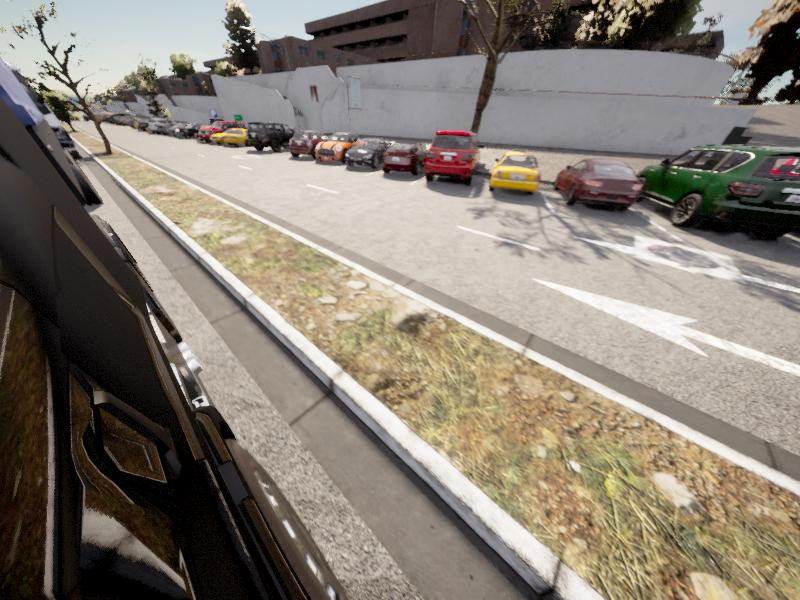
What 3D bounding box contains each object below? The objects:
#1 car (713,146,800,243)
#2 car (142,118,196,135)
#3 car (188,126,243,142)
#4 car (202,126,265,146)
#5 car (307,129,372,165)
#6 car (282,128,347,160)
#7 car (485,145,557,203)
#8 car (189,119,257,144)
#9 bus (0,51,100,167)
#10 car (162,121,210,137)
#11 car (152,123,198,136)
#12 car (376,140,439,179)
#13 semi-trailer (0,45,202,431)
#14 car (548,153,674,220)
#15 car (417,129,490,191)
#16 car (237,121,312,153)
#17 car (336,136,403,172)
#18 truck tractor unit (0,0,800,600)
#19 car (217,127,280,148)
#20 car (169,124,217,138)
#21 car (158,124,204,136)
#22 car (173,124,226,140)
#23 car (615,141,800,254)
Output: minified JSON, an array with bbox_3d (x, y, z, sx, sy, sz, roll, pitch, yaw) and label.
[{"bbox_3d":[12.094,-2.389,5.719,2.435,2.045,5.566,14,38,15],"label":"car"},{"bbox_3d":[-38.514,-29.078,38.769,2.435,2.045,5.566,14,38,15],"label":"car"},{"bbox_3d":[-22.421,-20.379,28.371,2.163,1.488,4.792,14,38,15],"label":"car"},{"bbox_3d":[-17.871,-17.915,25.222,1.946,1.575,5.366,14,38,15],"label":"car"},{"bbox_3d":[-3.985,-10.877,16.324,2.185,1.767,4.553,14,38,14],"label":"car"},{"bbox_3d":[-6.315,-12.059,17.772,2.185,1.767,4.553,14,38,15],"label":"car"},{"bbox_3d":[5.259,-5.991,10.540,1.946,1.575,5.366,14,38,15],"label":"car"},{"bbox_3d":[-20.107,-19.403,26.700,2.435,2.045,5.566,14,38,15],"label":"car"},{"bbox_3d":[-22.286,-10.777,13.245,10.273,4.253,3.944,27,44,30],"label":"bus"},{"bbox_3d":[-31.604,-25.343,34.348,2.185,1.767,4.553,14,38,15],"label":"car"},{"bbox_3d":[-36.224,-27.639,37.442,2.163,1.488,4.792,14,38,15],"label":"car"},{"bbox_3d":[0.601,-8.320,13.428,2.163,1.488,4.792,14,38,15],"label":"car"},{"bbox_3d":[-8.713,-3.584,4.226,14.254,4.402,2.717,28,44,30],"label":"semi-trailer"},{"bbox_3d":[7.490,-4.629,8.923,2.002,1.452,4.674,14,38,15],"label":"car"},{"bbox_3d":[2.914,-7.325,11.767,2.435,2.045,5.566,14,38,15],"label":"car"},{"bbox_3d":[-10.896,-14.617,20.739,2.435,2.045,5.566,13,38,15],"label":"car"},{"bbox_3d":[-1.698,-9.545,14.885,2.231,1.521,4.892,14,38,14],"label":"car"},{"bbox_3d":[-2.645,-0.295,0.351,6.516,4.208,3.053,28,44,30],"label":"truck tractor unit"},{"bbox_3d":[-15.450,-16.916,24.007,1.946,1.575,5.366,13,38,15],"label":"car"},{"bbox_3d":[-29.319,-23.990,32.921,2.002,1.452,4.674,14,38,15],"label":"car"},{"bbox_3d":[-33.920,-26.397,35.926,2.002,1.452,4.674,14,38,14],"label":"car"},{"bbox_3d":[-27.023,-22.816,31.386,2.097,1.535,5.008,13,38,15],"label":"car"},{"bbox_3d":[9.811,-3.654,7.272,2.435,2.045,5.566,14,38,15],"label":"car"}]
